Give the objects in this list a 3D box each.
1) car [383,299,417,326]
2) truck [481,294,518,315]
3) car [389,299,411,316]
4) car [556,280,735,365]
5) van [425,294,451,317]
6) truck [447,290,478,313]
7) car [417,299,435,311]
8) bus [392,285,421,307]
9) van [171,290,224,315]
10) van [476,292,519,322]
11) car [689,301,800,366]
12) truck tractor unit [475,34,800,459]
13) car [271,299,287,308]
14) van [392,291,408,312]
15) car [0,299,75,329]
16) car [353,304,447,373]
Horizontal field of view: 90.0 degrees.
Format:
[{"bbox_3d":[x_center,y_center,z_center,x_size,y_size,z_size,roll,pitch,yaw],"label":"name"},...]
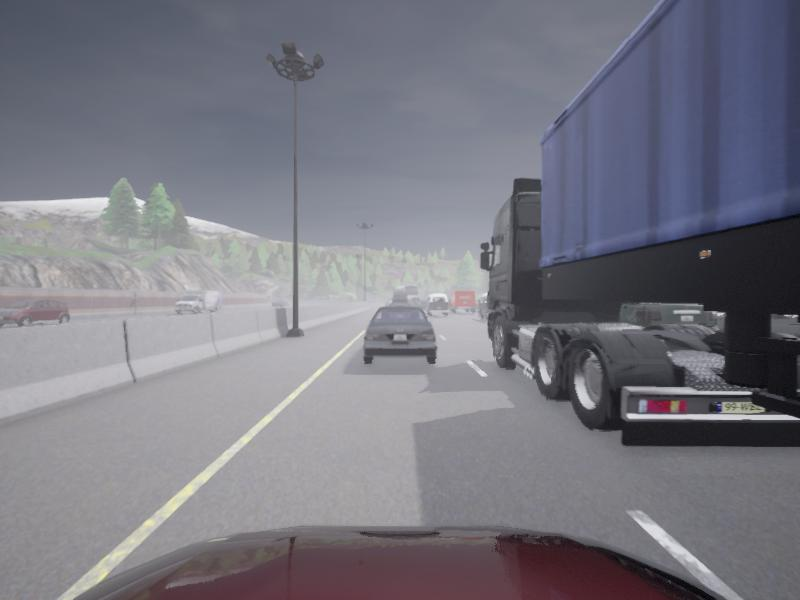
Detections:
[{"bbox_3d":[0.002,0.749,26.539,2.038,1.542,4.974,0,0,0],"label":"car"},{"bbox_3d":[10.502,0.415,42.720,2.390,2.098,6.274,0,0,0],"label":"truck"},{"bbox_3d":[0.002,0.709,38.442,2.038,1.542,4.974,0,0,0],"label":"car"},{"bbox_3d":[7.002,0.532,12.442,2.150,2.045,5.566,0,0,0],"label":"car"},{"bbox_3d":[3.502,0.457,37.883,2.069,2.038,4.480,0,0,0],"label":"van"},{"bbox_3d":[6.998,0.211,45.396,2.627,2.467,5.204,0,0,0],"label":"truck"},{"bbox_3d":[3.475,0.672,54.613,2.128,1.511,4.902,0,0,-1],"label":"car"},{"bbox_3d":[1.179,-0.785,81.945,3.944,4.253,10.273,0,0,-10],"label":"bus"},{"bbox_3d":[-21.001,0.252,41.856,2.351,2.431,6.366,0,0,0],"label":"van"},{"bbox_3d":[7.002,0.485,29.318,2.069,2.038,4.480,0,0,0],"label":"van"},{"bbox_3d":[10.500,0.796,10.866,2.007,1.525,4.514,0,0,0],"label":"car"},{"bbox_3d":[3.504,-0.542,7.240,3.053,4.208,6.516,0,0,0],"label":"truck tractor unit"},{"bbox_3d":[-22.170,0.603,73.227,1.882,1.535,5.008,0,0,-6],"label":"car"},{"bbox_3d":[0.008,0.170,50.683,1.988,2.561,5.915,0,0,0],"label":"van"},{"bbox_3d":[-20.999,0.746,22.862,1.789,1.549,3.705,0,0,0],"label":"car"},{"bbox_3d":[0.003,0.861,11.302,2.033,1.411,5.357,0,0,0],"label":"car"}]
